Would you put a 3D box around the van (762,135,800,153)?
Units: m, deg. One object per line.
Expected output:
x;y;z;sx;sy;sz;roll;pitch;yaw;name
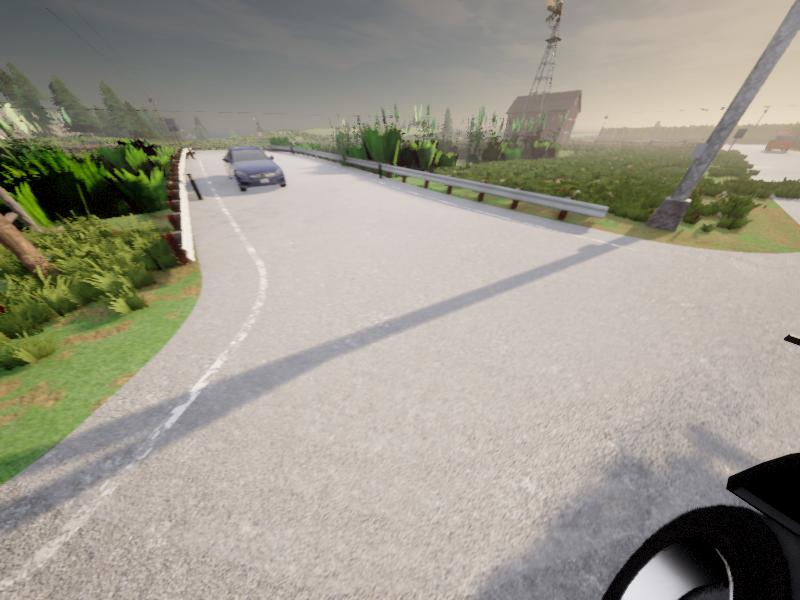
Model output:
54.361;-22.383;33.008;4.442;1.987;1.775;-29;45;-34;van

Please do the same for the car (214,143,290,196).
-6.946;-6.218;10.690;1.812;1.442;4.674;-24;45;-30;car

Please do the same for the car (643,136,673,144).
68.667;-42.690;61.619;2.038;1.542;4.974;-29;44;-34;car
